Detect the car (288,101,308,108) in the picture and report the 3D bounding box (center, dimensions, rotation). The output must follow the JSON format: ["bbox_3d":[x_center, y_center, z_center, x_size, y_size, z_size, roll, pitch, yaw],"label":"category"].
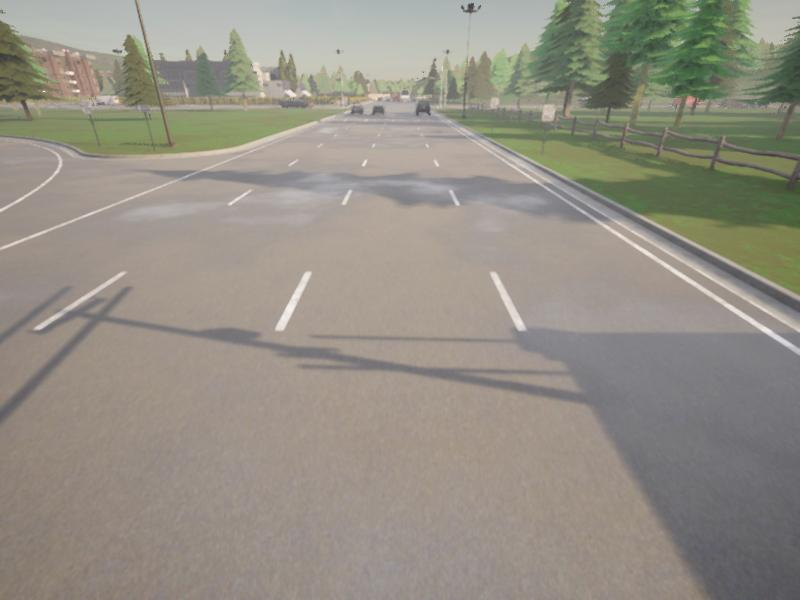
[{"bbox_3d":[-24.039,-46.144,94.422,4.181,1.385,1.994,0,27,-1],"label":"car"}]

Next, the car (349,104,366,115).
[{"bbox_3d":[-6.917,-31.252,65.450,2.128,1.511,4.902,0,27,0],"label":"car"}]

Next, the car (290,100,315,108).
[{"bbox_3d":[-22.191,-44.659,91.274,5.027,1.651,2.152,0,27,-1],"label":"car"}]

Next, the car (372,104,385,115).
[{"bbox_3d":[-3.418,-30.640,64.287,1.837,1.490,4.892,0,27,0],"label":"car"}]

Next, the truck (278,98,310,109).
[{"bbox_3d":[-23.341,-43.259,88.041,6.274,2.098,2.390,0,27,-1],"label":"truck"}]

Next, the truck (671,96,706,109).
[{"bbox_3d":[63.855,-43.717,88.597,5.204,2.467,2.627,0,27,1],"label":"truck"}]

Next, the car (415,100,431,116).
[{"bbox_3d":[3.580,-30.195,62.829,2.150,2.045,5.566,0,27,0],"label":"car"}]
